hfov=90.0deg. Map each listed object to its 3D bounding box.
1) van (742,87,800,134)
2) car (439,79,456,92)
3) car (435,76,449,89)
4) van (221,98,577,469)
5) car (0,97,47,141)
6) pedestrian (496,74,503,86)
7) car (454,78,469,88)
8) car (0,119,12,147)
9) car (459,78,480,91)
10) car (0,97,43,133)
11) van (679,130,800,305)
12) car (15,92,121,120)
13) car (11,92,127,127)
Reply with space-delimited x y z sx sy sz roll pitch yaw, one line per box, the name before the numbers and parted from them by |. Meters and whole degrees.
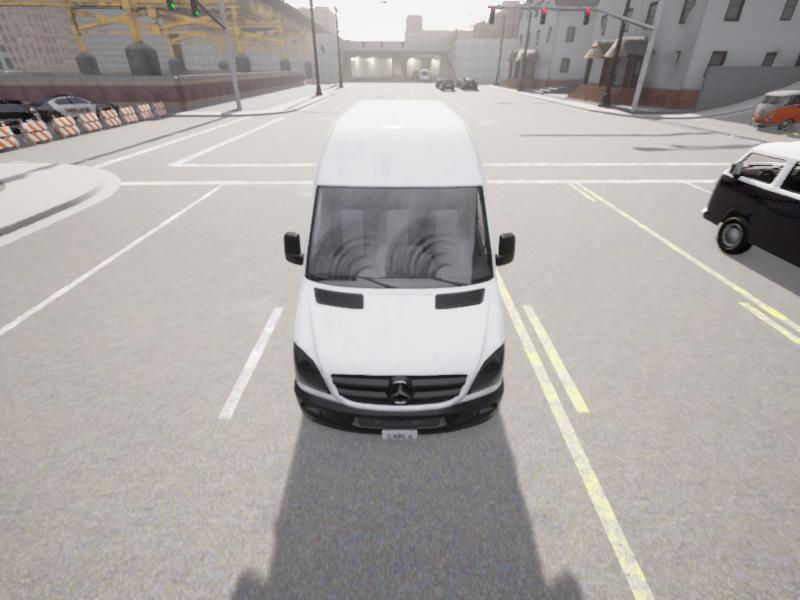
van | 22.470 -10.783 22.485 4.442 1.987 1.775 -6 30 3
car | 6.981 -31.651 58.885 2.007 1.525 4.514 0 30 0
car | 6.980 -36.430 66.963 1.930 1.638 5.238 0 30 0
van | -0.006 -1.108 5.430 1.988 2.561 5.915 0 30 0
car | -19.452 -9.208 20.164 2.038 1.542 4.974 -20 36 -31
pedestrian | 17.310 -38.225 69.542 0.751 1.860 0.751 -26 39 -37
car | 10.503 -37.273 68.622 1.812 1.442 4.674 0 30 0
car | -19.440 -6.887 16.183 2.038 1.542 4.974 26 39 36
car | 10.480 -32.753 60.748 2.242 1.667 4.611 0 30 0
car | -19.483 -9.365 20.121 1.853 1.218 4.536 -20 36 -31
van | 6.998 -1.182 6.090 2.069 2.038 4.480 0 30 0
car | -20.267 -12.025 24.681 1.853 1.218 4.536 15 34 24
car | -20.243 -11.912 24.800 2.038 1.542 4.974 15 34 24
